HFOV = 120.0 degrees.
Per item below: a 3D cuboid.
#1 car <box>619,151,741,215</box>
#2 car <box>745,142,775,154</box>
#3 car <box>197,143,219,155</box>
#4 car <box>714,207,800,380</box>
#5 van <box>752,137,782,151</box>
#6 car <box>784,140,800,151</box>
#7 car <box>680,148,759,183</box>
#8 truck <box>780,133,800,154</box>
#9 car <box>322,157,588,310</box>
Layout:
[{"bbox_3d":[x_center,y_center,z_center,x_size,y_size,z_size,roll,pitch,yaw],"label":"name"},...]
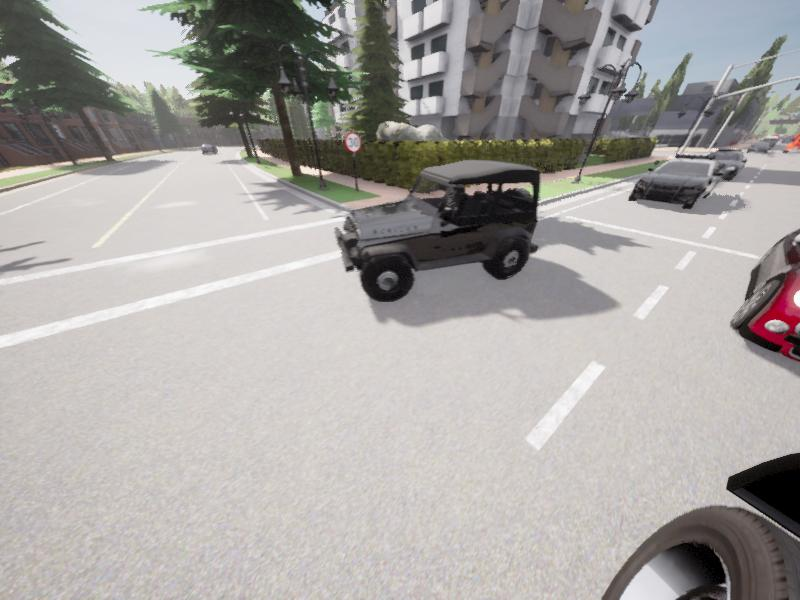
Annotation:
[{"bbox_3d":[11.511,-4.988,9.468,5.238,1.638,1.930,-23,41,-29],"label":"car"},{"bbox_3d":[53.969,-22.833,34.618,4.674,1.442,1.812,-22,41,-28],"label":"car"},{"bbox_3d":[-32.873,-26.014,39.727,2.033,1.411,5.357,-18,39,-23],"label":"car"},{"bbox_3d":[6.241,-0.197,2.860,3.806,1.475,1.970,-23,41,-29],"label":"car"},{"bbox_3d":[66.872,-28.516,42.068,4.480,2.038,2.069,-23,41,-29],"label":"van"},{"bbox_3d":[71.020,-27.545,41.145,4.792,1.488,2.163,-23,41,-29],"label":"car"},{"bbox_3d":[20.448,-8.717,14.779,4.974,1.542,2.038,-23,41,-28],"label":"car"},{"bbox_3d":[59.380,-23.040,33.982,5.204,2.467,2.627,-23,41,-29],"label":"truck"},{"bbox_3d":[0.770,-1.479,4.358,3.866,1.878,1.905,-11,37,-15],"label":"car"}]
